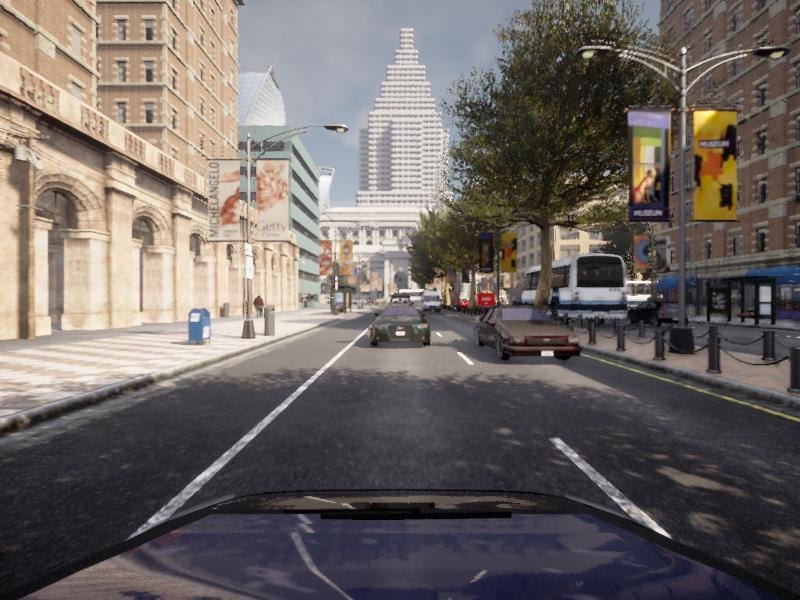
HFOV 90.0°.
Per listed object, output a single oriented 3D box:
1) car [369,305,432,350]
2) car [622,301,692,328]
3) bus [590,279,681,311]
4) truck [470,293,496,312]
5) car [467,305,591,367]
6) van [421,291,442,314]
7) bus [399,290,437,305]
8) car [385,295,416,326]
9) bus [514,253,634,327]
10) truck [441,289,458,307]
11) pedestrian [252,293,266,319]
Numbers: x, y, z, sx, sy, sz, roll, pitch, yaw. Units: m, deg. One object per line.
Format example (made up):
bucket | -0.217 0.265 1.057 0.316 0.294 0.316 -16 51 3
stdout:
car | 0.017 0.886 14.721 1.994 1.385 4.181 0 0 0
car | 15.027 0.793 23.641 1.845 1.501 3.633 0 0 0
bus | 32.344 -0.612 55.312 10.273 4.253 3.944 0 0 -1
truck | 11.554 0.283 55.982 2.627 2.467 5.204 0 0 0
car | 3.512 0.877 12.171 2.033 1.411 5.357 0 0 0
van | 3.546 0.256 46.003 1.988 2.561 5.915 0 0 0
bus | 4.847 -0.695 110.811 10.273 4.253 3.944 0 0 0
car | 0.030 0.606 26.347 1.905 1.878 3.866 0 0 0
bus | 11.409 -0.574 27.997 3.944 4.253 10.273 0 0 0
truck | 11.606 -0.457 93.781 2.891 3.827 8.468 0 0 0
pedestrian | -10.375 0.442 29.470 0.751 1.860 0.751 0 0 -4
